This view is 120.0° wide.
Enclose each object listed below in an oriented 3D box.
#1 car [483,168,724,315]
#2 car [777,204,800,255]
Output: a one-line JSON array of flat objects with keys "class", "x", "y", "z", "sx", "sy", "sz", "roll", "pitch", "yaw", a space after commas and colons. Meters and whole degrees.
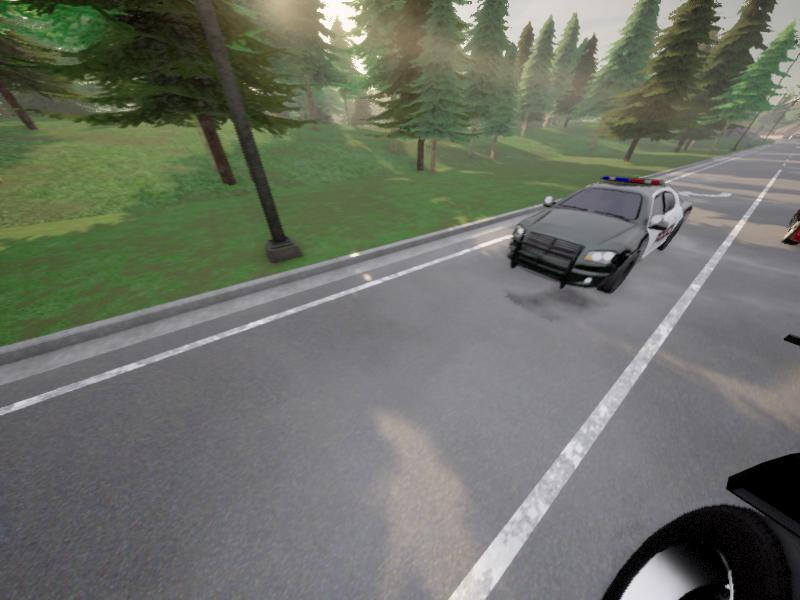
[{"class": "car", "x": 4.374, "y": -1.705, "z": 4.938, "sx": 4.974, "sy": 1.542, "sz": 2.038, "roll": -22, "pitch": 41, "yaw": -28}, {"class": "car", "x": 11.201, "y": -1.971, "z": 5.362, "sx": 4.181, "sy": 1.385, "sz": 1.994, "roll": -22, "pitch": 41, "yaw": -28}]
